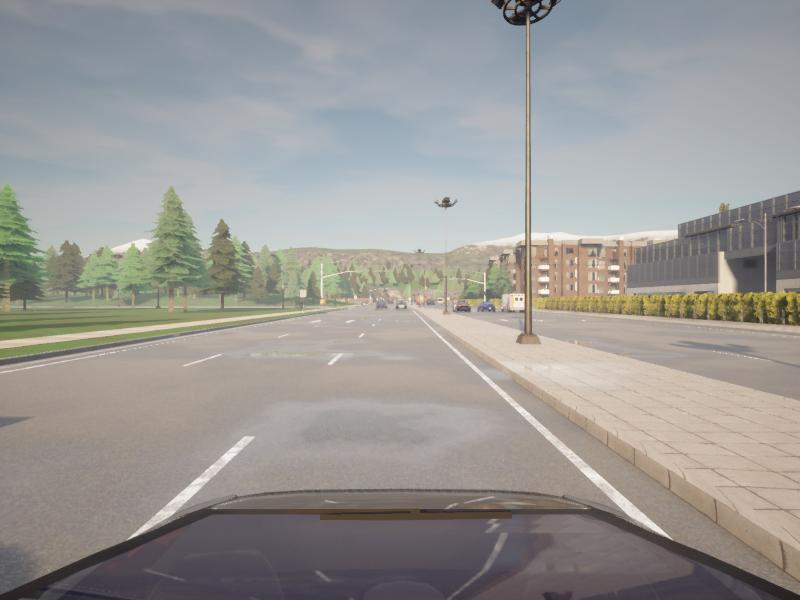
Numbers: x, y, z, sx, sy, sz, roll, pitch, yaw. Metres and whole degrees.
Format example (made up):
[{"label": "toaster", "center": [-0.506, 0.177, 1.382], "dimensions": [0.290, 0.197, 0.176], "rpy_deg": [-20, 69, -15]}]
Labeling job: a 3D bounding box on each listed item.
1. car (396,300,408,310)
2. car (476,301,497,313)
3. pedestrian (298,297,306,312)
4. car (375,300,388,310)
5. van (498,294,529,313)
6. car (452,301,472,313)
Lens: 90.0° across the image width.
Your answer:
[{"label": "car", "center": [0.261, 0.829, 69.648], "dimensions": [2.033, 1.649, 4.856], "rpy_deg": [0, 0, -1]}, {"label": "car", "center": [11.755, 0.918, 54.568], "dimensions": [1.812, 1.442, 4.674], "rpy_deg": [0, 0, 0]}, {"label": "pedestrian", "center": [-12.152, 0.529, 49.638], "dimensions": [0.751, 1.860, 0.751], "rpy_deg": [0, 0, 2]}, {"label": "car", "center": [-3.250, 0.858, 70.199], "dimensions": [2.038, 1.542, 4.974], "rpy_deg": [0, 0, -1]}, {"label": "van", "center": [15.255, 0.426, 54.148], "dimensions": [2.351, 2.431, 6.366], "rpy_deg": [0, 0, 0]}, {"label": "car", "center": [8.250, 0.874, 53.841], "dimensions": [2.038, 1.542, 4.974], "rpy_deg": [0, 0, 1]}]
